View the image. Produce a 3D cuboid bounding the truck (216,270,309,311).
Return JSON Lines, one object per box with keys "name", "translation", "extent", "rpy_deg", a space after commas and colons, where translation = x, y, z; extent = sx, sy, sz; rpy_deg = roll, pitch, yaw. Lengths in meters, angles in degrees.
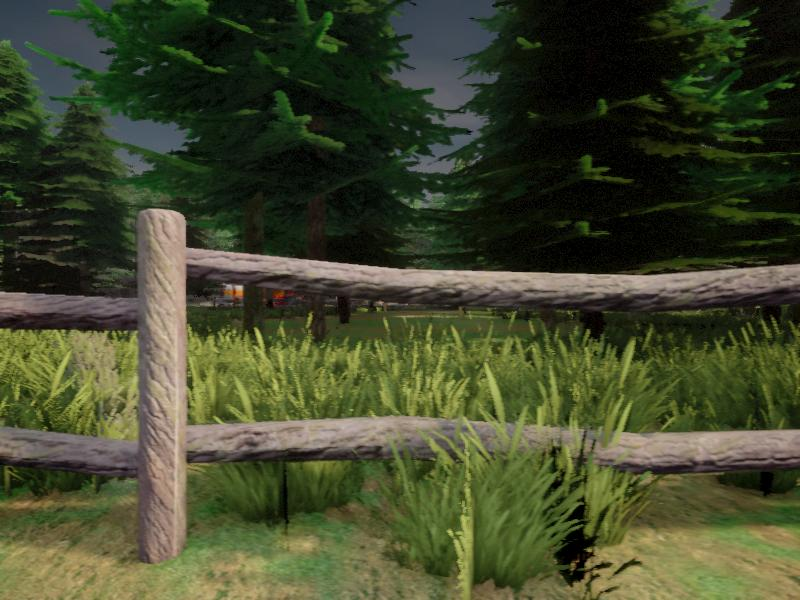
{"name": "truck", "translation": [-13.865, -0.880, 40.691], "extent": [8.468, 3.827, 2.891], "rpy_deg": [0, 0, -31]}
